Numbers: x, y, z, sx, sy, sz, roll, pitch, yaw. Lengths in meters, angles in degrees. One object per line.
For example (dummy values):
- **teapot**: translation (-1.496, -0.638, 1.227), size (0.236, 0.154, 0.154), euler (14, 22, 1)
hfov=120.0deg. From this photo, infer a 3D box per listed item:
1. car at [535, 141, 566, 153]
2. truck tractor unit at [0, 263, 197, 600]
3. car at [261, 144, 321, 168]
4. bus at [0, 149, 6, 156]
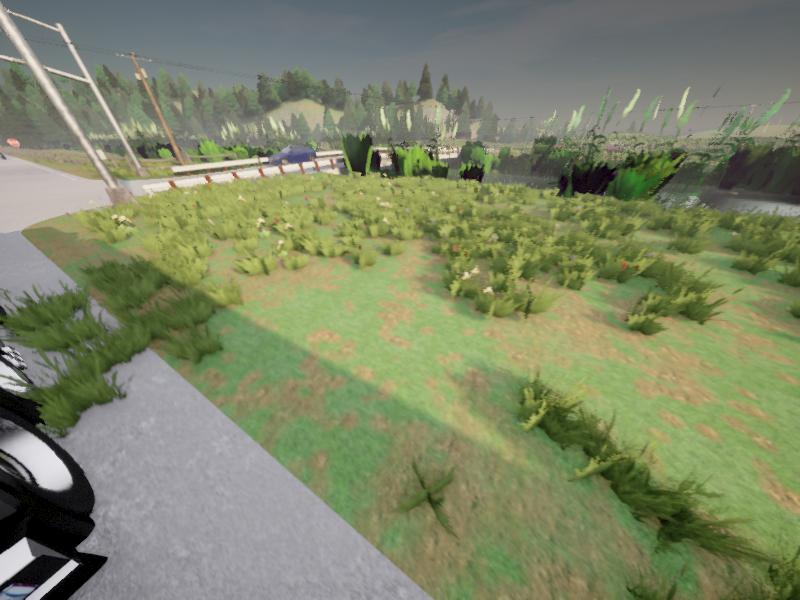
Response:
- **car**: translation (30.114, -30.749, 46.357), size (4.553, 1.767, 2.097), euler (22, 41, 29)
- **truck tractor unit**: translation (-5.114, -0.295, 0.789), size (6.516, 4.208, 3.053), euler (18, 39, 24)
- **car**: translation (-10.062, -13.571, 21.675), size (1.812, 1.442, 4.674), euler (22, 43, 29)
- **bus**: translation (-86.505, -32.102, 47.244), size (10.273, 4.253, 3.944), euler (20, 40, 27)
